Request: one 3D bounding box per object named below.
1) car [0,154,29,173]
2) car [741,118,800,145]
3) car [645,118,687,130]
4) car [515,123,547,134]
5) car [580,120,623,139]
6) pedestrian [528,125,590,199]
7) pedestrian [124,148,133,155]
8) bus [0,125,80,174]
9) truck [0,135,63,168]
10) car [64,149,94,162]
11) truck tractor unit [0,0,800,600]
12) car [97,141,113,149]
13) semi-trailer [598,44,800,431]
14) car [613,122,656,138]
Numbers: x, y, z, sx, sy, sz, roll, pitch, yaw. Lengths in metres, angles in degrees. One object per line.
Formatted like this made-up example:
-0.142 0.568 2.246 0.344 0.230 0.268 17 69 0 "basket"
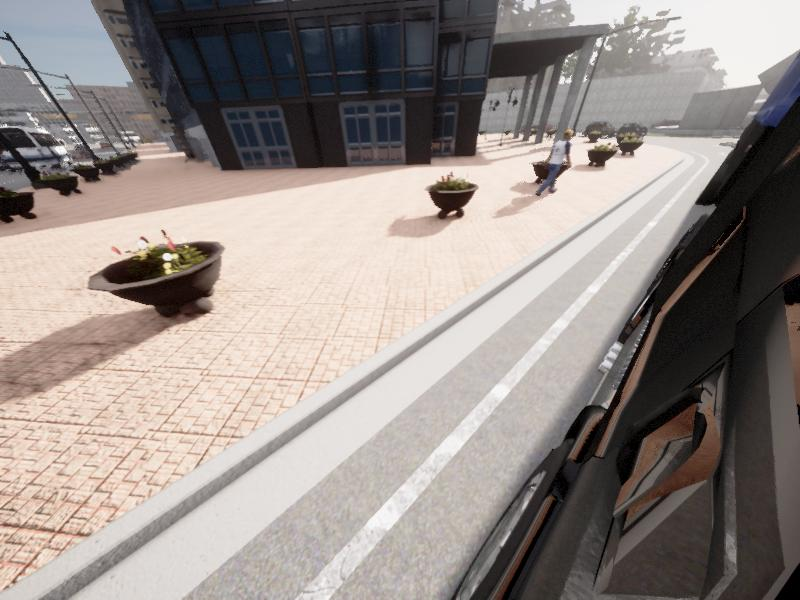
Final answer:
-49.085 -16.836 28.533 2.033 1.649 4.856 -28 43 -30 "car"
31.381 -13.076 17.887 1.930 1.638 5.238 -24 42 -25 "car"
53.949 -35.746 46.977 5.027 1.651 2.152 3 37 7 "car"
26.392 -34.699 46.865 2.152 1.651 5.027 -23 41 -25 "car"
26.809 -22.875 30.943 1.932 1.855 4.605 2 37 6 "car"
4.804 -4.221 7.129 0.751 1.860 0.751 -12 38 -12 "pedestrian"
-54.478 -29.828 46.383 0.500 1.100 0.500 -15 39 -17 "pedestrian"
-46.206 -19.036 29.102 3.944 4.253 10.273 -28 43 -30 "bus"
-57.537 -23.332 35.989 2.891 3.827 8.468 -28 44 -30 "truck"
-59.447 -26.913 42.883 2.152 1.651 5.027 -28 45 -30 "car"
2.645 -0.295 0.351 6.516 4.208 3.053 -28 44 -30 "truck tractor unit"
-83.617 -43.892 65.478 2.007 1.525 4.514 -28 45 -30 "car"
8.697 -3.596 4.243 14.254 4.402 2.717 -28 44 -30 "semi-trailer"
30.188 -21.988 29.871 1.845 1.501 3.633 0 37 4 "car"
